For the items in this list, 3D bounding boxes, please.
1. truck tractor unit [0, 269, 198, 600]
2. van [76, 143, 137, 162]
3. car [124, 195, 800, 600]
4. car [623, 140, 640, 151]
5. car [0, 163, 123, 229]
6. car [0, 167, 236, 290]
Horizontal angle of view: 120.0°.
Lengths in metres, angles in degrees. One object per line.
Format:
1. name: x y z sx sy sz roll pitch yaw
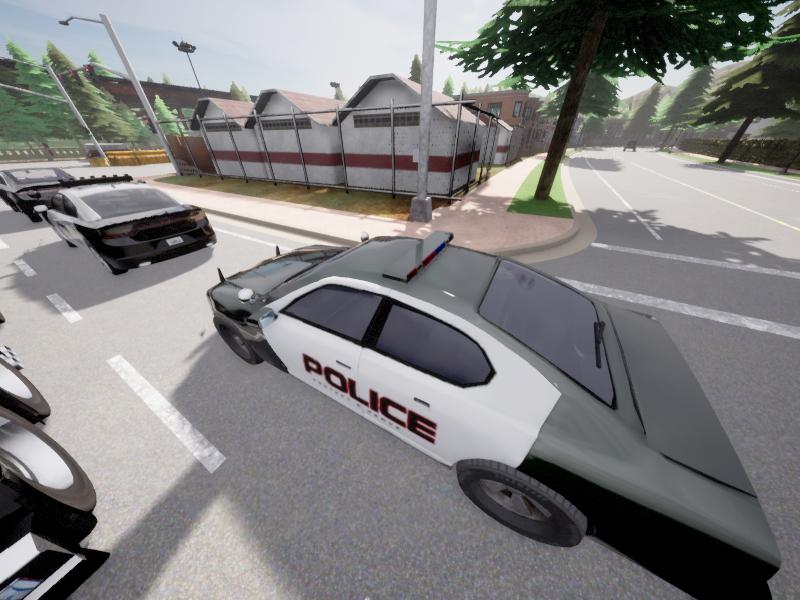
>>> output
1. truck tractor unit: -5.120 -0.292 0.766 6.516 4.208 3.053 18 39 24
2. van: -39.636 -20.078 31.371 1.775 1.987 4.442 16 38 22
3. car: -0.159 0.086 2.536 4.974 1.542 2.038 17 39 24
4. car: 48.349 -32.271 48.258 1.905 1.878 3.866 26 43 33
5. car: -13.222 -4.061 8.602 4.902 1.511 2.128 18 39 24
6. car: -6.794 -2.070 5.583 5.238 1.638 1.930 18 39 24
